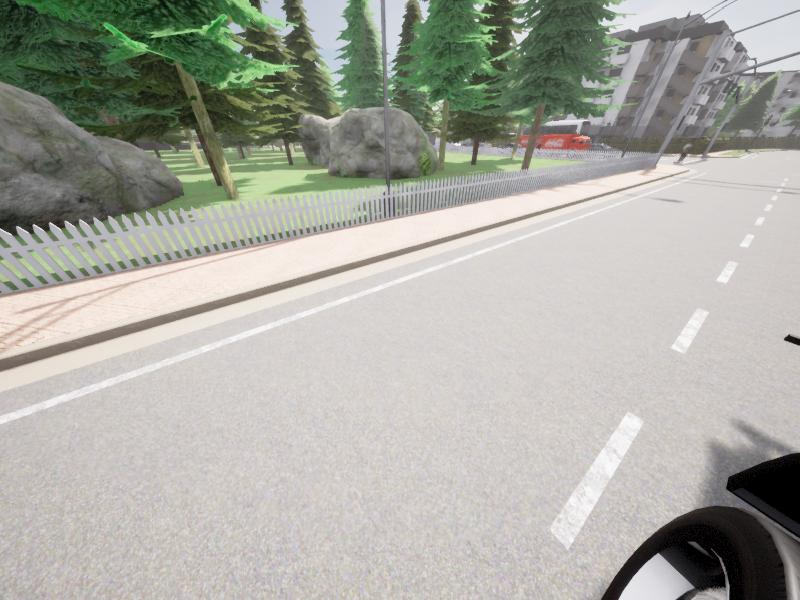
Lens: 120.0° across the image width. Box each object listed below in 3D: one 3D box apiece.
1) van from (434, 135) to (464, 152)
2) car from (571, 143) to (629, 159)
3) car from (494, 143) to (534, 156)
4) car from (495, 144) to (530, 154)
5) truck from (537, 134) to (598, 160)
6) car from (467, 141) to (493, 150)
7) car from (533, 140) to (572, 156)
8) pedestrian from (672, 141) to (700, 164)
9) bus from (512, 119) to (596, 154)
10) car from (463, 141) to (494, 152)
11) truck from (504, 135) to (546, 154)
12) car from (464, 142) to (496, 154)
[{"bbox_3d":[9.176,-29.837,44.004,1.988,2.561,5.915,-21,40,-26],"label":"van"},{"bbox_3d":[25.191,-18.954,29.335,2.128,1.511,4.902,-21,40,-26],"label":"car"},{"bbox_3d":[16.913,-22.566,34.536,1.837,1.490,4.892,-21,40,-26],"label":"car"},{"bbox_3d":[18.363,-24.908,38.023,1.895,1.301,4.718,-21,40,-26],"label":"car"},{"bbox_3d":[20.915,-19.424,29.200,2.627,2.467,5.204,-21,40,-26],"label":"truck"},{"bbox_3d":[17.168,-33.491,49.968,1.801,1.575,5.366,-21,40,-26],"label":"car"},{"bbox_3d":[21.883,-22.033,33.399,1.905,1.878,3.866,-21,40,-26],"label":"car"},{"bbox_3d":[27.313,-14.112,22.102,0.751,1.860,0.751,-19,39,-24],"label":"pedestrian"},{"bbox_3d":[25.191,-27.352,38.876,3.944,4.253,10.273,-21,40,-26],"label":"bus"},{"bbox_3d":[14.439,-28.515,42.886,2.152,1.651,5.027,-21,40,-26],"label":"car"},{"bbox_3d":[21.171,-26.597,39.400,2.627,2.467,5.204,-21,41,-26],"label":"truck"},{"bbox_3d":[13.344,-25.725,39.045,1.837,1.490,4.892,-21,40,-26],"label":"car"}]
